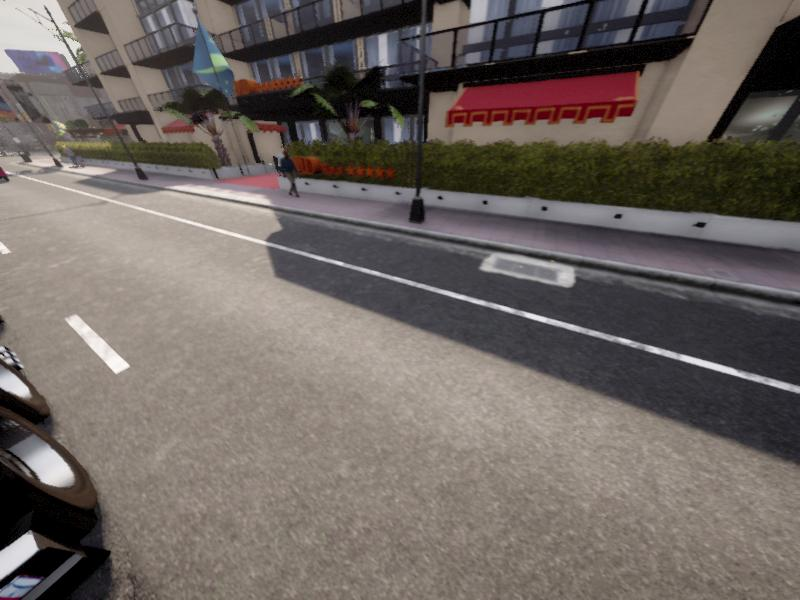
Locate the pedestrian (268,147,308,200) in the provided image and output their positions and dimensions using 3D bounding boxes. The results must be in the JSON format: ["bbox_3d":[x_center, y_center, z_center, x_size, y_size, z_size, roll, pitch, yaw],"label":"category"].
[{"bbox_3d":[-4.656,-5.314,9.706,0.751,1.860,0.751,22,41,28],"label":"pedestrian"}]

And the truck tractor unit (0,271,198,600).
[{"bbox_3d":[-5.128,-0.284,0.762,6.516,4.208,3.053,18,39,24],"label":"truck tractor unit"}]

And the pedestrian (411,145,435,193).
[{"bbox_3d":[1.042,-6.036,10.681,0.751,1.860,0.751,17,38,23],"label":"pedestrian"}]

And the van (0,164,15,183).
[{"bbox_3d":[-29.051,-9.192,15.704,4.442,1.987,1.775,17,39,24],"label":"van"}]

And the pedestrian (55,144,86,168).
[{"bbox_3d":[-31.587,-13.832,22.176,0.751,1.860,0.751,14,37,20],"label":"pedestrian"}]

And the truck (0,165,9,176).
[{"bbox_3d":[-34.559,-11.122,18.100,5.204,2.467,2.627,17,39,24],"label":"truck"}]
